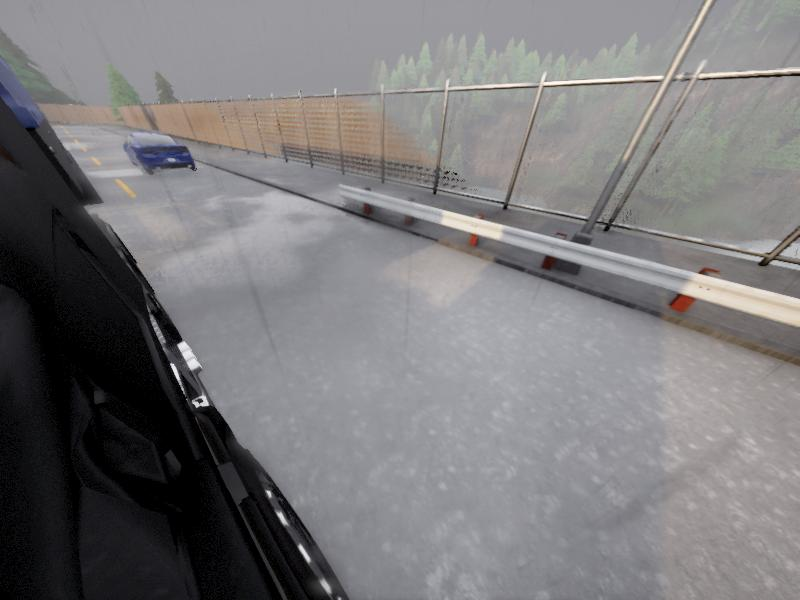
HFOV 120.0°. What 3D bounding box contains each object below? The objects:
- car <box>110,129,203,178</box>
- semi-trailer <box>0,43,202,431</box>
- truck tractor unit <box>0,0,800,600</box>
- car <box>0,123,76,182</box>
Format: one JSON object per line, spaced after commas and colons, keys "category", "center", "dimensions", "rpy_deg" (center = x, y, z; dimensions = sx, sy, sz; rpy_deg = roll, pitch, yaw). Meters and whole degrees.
{"category": "car", "center": [-12.079, -7.382, 11.433], "dimensions": [5.008, 1.535, 1.882], "rpy_deg": [28, 44, 30]}
{"category": "semi-trailer", "center": [-8.701, -3.607, 4.221], "dimensions": [14.254, 4.402, 2.717], "rpy_deg": [28, 44, 30]}
{"category": "truck tractor unit", "center": [-2.645, -0.295, 0.351], "dimensions": [6.516, 4.208, 3.053], "rpy_deg": [28, 44, 30]}
{"category": "car", "center": [-16.110, -6.427, 9.834], "dimensions": [5.238, 1.638, 1.930], "rpy_deg": [28, 44, 30]}
